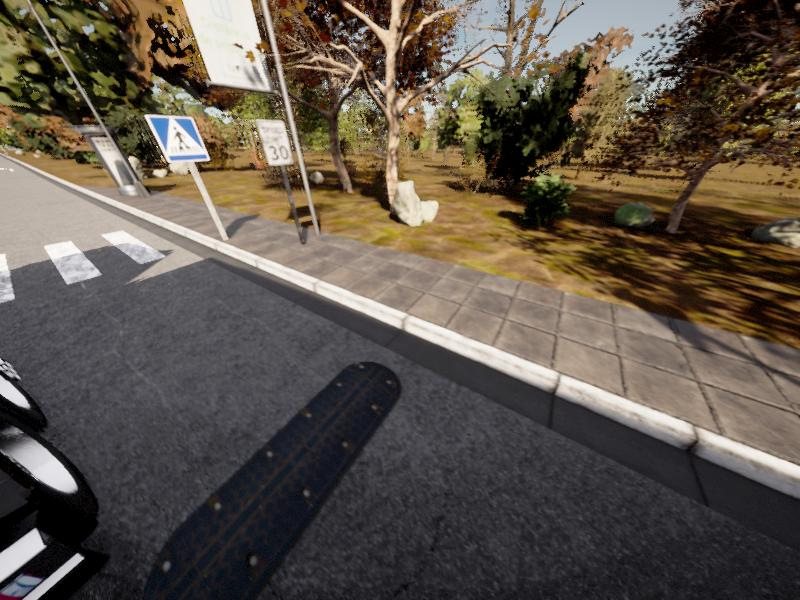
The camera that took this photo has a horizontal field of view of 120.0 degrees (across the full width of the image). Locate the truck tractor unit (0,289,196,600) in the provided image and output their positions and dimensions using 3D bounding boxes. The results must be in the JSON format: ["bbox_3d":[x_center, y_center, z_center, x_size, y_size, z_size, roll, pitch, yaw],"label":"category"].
[{"bbox_3d":[-5.153,-0.246,0.813,6.516,4.208,3.053,15,35,24],"label":"truck tractor unit"}]
